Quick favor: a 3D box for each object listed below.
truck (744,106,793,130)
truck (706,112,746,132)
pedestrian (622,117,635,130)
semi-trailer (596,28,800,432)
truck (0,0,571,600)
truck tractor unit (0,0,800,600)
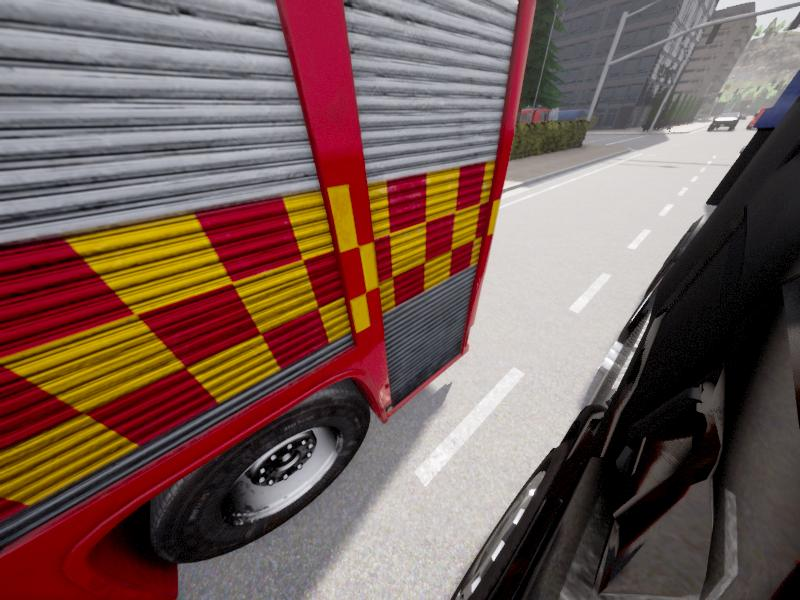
[{"bbox_3d":[51.409,-25.479,32.382,5.204,2.467,2.627,-28,44,-30],"label":"truck"},{"bbox_3d":[46.910,-25.681,33.246,6.274,2.098,2.390,-28,43,-29],"label":"truck"},{"bbox_3d":[42.935,-33.158,43.368,0.751,1.860,0.751,-2,37,0],"label":"pedestrian"},{"bbox_3d":[8.798,-3.536,4.125,14.254,4.402,2.717,-27,43,-29],"label":"semi-trailer"},{"bbox_3d":[-3.414,0.340,0.212,8.468,3.827,2.891,-28,44,-30],"label":"truck"},{"bbox_3d":[2.645,-0.295,0.351,6.516,4.208,3.053,-28,44,-30],"label":"truck tractor unit"}]
